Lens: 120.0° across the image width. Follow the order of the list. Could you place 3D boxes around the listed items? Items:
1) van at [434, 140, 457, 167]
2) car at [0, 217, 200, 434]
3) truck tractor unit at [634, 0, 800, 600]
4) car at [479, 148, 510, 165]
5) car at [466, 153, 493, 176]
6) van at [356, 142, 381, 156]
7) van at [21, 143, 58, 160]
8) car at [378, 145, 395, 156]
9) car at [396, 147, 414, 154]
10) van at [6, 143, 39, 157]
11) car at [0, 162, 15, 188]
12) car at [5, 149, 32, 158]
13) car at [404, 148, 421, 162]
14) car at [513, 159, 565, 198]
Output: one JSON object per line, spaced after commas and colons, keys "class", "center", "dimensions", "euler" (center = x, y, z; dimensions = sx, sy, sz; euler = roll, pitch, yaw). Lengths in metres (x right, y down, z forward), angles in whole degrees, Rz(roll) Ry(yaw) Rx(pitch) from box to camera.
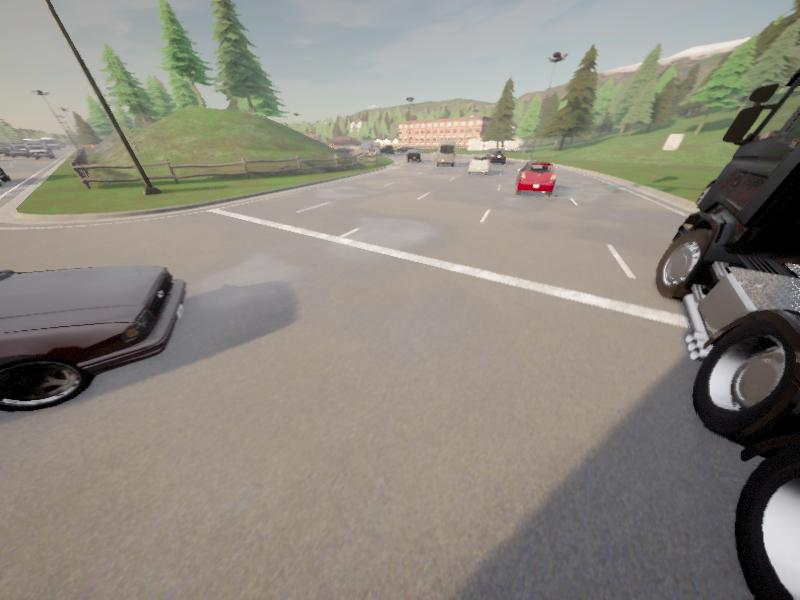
{"class": "van", "center": [5.528, -18.222, 28.647], "dimensions": [1.988, 2.561, 5.915], "euler": [4, 34, 3]}
{"class": "car", "center": [-5.503, 0.593, 2.029], "dimensions": [5.357, 1.411, 2.033], "euler": [-18, 38, -25]}
{"class": "truck tractor unit", "center": [4.622, -0.615, 1.257], "dimensions": [3.053, 4.208, 6.516], "euler": [24, 41, 30]}
{"class": "car", "center": [12.555, -19.378, 31.100], "dimensions": [2.242, 1.667, 4.611], "euler": [0, 34, -1]}
{"class": "car", "center": [7.210, -12.395, 20.973], "dimensions": [1.845, 1.501, 3.633], "euler": [10, 35, 13]}
{"class": "van", "center": [-7.076, -33.952, 51.895], "dimensions": [2.351, 2.431, 6.366], "euler": [-24, 41, -32]}
{"class": "van", "center": [-64.691, -26.832, 41.547], "dimensions": [6.366, 2.431, 2.351], "euler": [26, 42, 33]}
{"class": "car", "center": [-3.102, -33.975, 52.398], "dimensions": [1.905, 1.878, 3.866], "euler": [-22, 40, -29]}
{"class": "car", "center": [1.359, -40.121, 61.767], "dimensions": [1.837, 1.490, 4.892], "euler": [-29, 43, -35]}
{"class": "van", "center": [-81.750, -32.664, 50.158], "dimensions": [6.366, 2.431, 2.351], "euler": [26, 42, 33]}
{"class": "car", "center": [-28.122, -8.539, 14.921], "dimensions": [5.566, 2.045, 2.150], "euler": [26, 42, 33]}
{"class": "car", "center": [-74.736, -28.755, 45.327], "dimensions": [4.181, 1.385, 1.994], "euler": [26, 42, 33]}
{"class": "car", "center": [1.787, -21.842, 34.772], "dimensions": [1.930, 1.638, 5.238], "euler": [-3, 34, -5]}
{"class": "car", "center": [7.476, -6.844, 12.810], "dimensions": [1.845, 1.501, 3.633], "euler": [13, 36, 18]}
